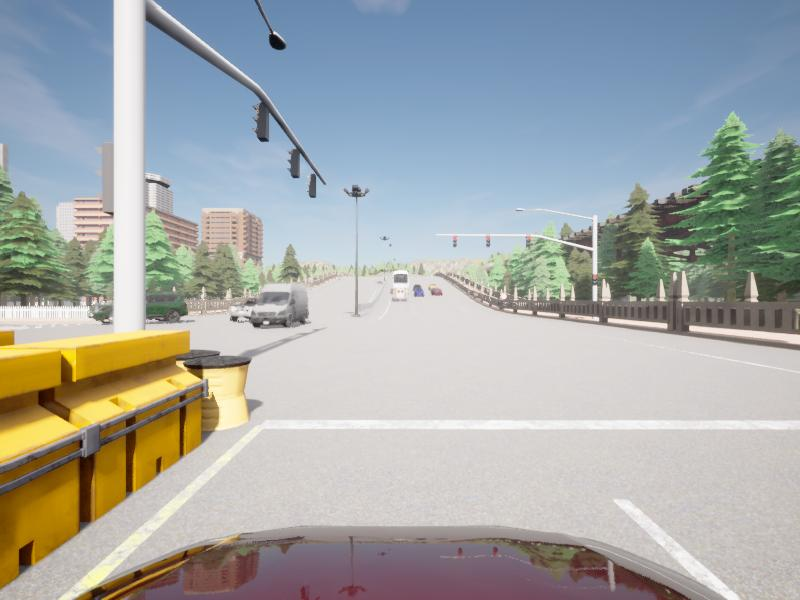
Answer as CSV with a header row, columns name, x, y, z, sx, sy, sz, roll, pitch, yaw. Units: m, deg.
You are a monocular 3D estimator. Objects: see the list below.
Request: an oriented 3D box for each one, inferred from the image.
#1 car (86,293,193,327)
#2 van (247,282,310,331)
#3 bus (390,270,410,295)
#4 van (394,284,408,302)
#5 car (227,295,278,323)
name,x,y,z,sx,sy,sz,roll,pitch,yaw
car,-17.136,0.562,26.610,2.150,2.045,5.566,1,1,39
van,-7.002,0.317,23.845,1.988,2.561,5.915,0,0,0
bus,0.056,-3.837,83.367,3.944,4.253,10.273,0,7,0
van,0.106,-1.309,70.587,2.351,2.431,6.366,0,7,0
car,-10.497,0.649,28.842,1.932,1.855,4.605,0,-1,0
